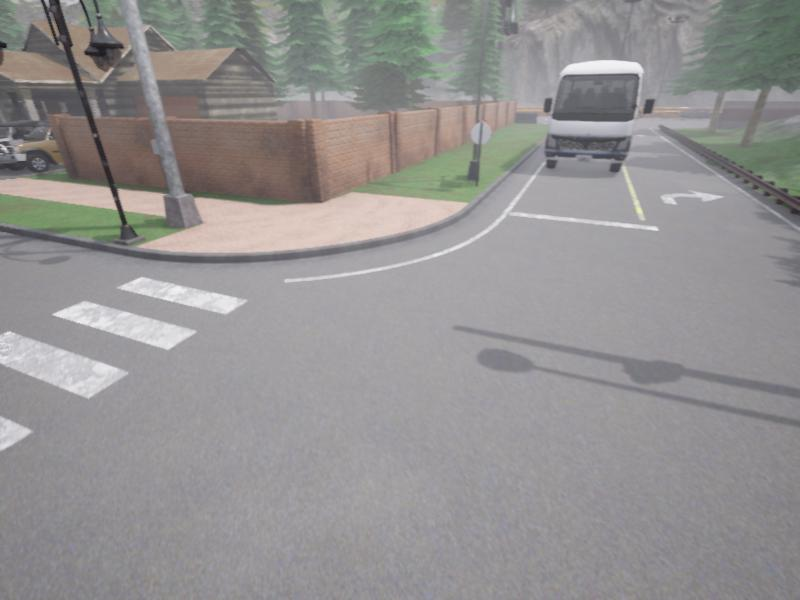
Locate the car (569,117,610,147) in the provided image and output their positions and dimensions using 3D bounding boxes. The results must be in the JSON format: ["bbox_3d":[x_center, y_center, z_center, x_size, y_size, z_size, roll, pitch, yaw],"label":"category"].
[{"bbox_3d":[13.075,-11.707,27.655,2.128,1.511,4.902,11,29,21],"label":"car"}]

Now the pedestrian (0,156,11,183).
[{"bbox_3d":[-15.102,-5.159,14.370,0.751,1.860,0.751,2,27,5],"label":"pedestrian"}]

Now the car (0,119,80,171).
[{"bbox_3d":[-17.656,-7.171,18.373,1.905,1.878,3.866,10,29,20],"label":"car"}]

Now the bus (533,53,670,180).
[{"bbox_3d":[9.564,-9.110,19.630,3.944,4.253,10.273,11,29,21],"label":"bus"}]

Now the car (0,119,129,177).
[{"bbox_3d":[-15.183,-6.910,17.840,1.932,1.855,4.605,10,29,20],"label":"car"}]

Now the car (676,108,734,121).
[{"bbox_3d":[38.379,-23.447,50.457,5.357,1.411,2.033,11,29,20],"label":"car"}]

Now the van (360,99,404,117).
[{"bbox_3d":[-2.823,-29.912,62.273,6.366,2.431,2.351,11,29,20],"label":"van"}]
